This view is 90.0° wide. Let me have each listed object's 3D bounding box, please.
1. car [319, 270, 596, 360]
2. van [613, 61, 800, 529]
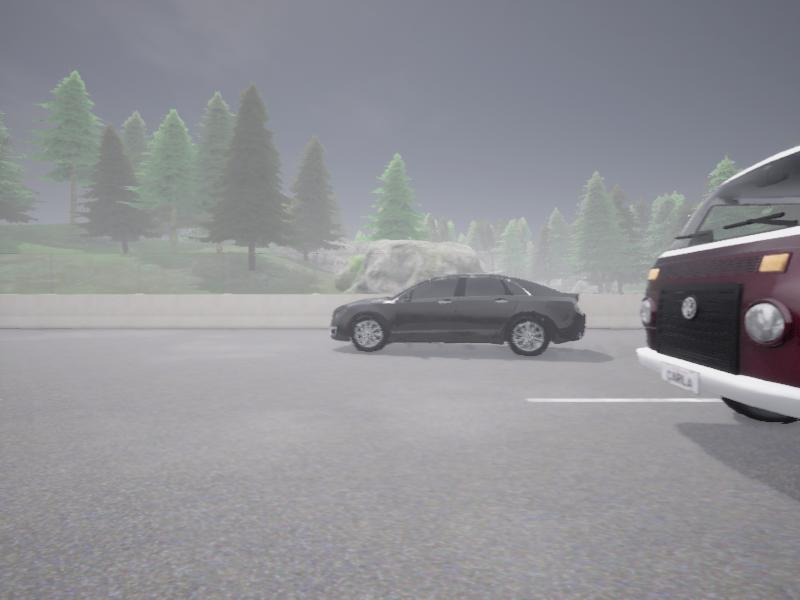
[{"bbox_3d":[1.036,0.245,8.037,4.892,1.490,1.837,0,0,11],"label":"car"},{"bbox_3d":[4.072,-0.026,2.384,4.480,2.038,2.069,0,1,7],"label":"van"}]
